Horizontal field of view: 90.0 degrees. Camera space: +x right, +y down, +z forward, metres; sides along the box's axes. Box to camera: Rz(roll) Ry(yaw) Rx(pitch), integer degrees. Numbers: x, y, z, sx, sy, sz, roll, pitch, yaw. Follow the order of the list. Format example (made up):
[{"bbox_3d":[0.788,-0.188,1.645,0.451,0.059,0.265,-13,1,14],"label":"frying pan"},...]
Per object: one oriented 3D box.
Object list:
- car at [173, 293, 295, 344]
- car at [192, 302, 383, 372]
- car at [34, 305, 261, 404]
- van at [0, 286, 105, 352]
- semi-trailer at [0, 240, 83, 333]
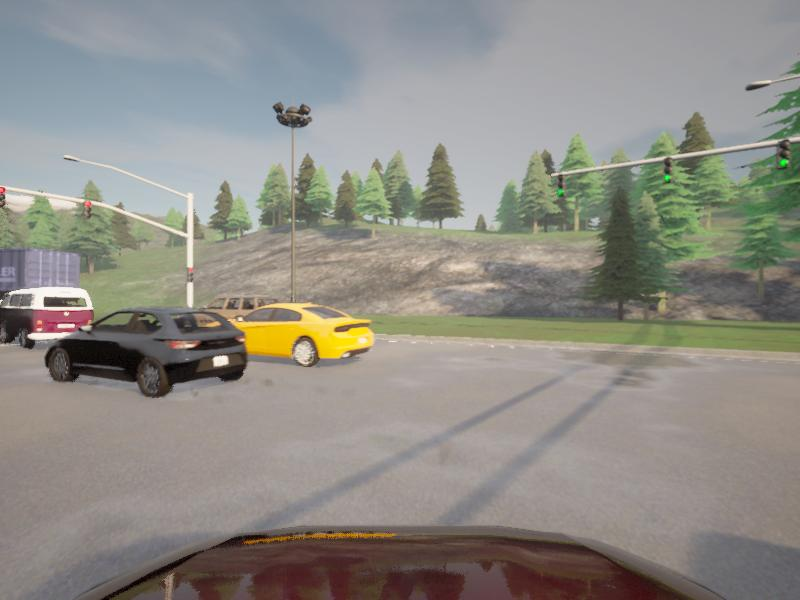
[{"bbox_3d":[-6.824,0.668,16.432,4.605,1.855,1.932,0,0,23],"label":"car"},{"bbox_3d":[-3.124,0.832,10.871,5.008,1.535,1.882,0,0,26],"label":"car"},{"bbox_3d":[-4.980,0.862,7.865,4.193,1.474,1.816,0,0,26],"label":"car"},{"bbox_3d":[-12.829,0.590,14.452,4.480,2.038,2.069,0,-1,34],"label":"van"},{"bbox_3d":[-24.337,-0.606,22.045,14.254,4.402,2.717,0,-1,15],"label":"semi-trailer"}]
